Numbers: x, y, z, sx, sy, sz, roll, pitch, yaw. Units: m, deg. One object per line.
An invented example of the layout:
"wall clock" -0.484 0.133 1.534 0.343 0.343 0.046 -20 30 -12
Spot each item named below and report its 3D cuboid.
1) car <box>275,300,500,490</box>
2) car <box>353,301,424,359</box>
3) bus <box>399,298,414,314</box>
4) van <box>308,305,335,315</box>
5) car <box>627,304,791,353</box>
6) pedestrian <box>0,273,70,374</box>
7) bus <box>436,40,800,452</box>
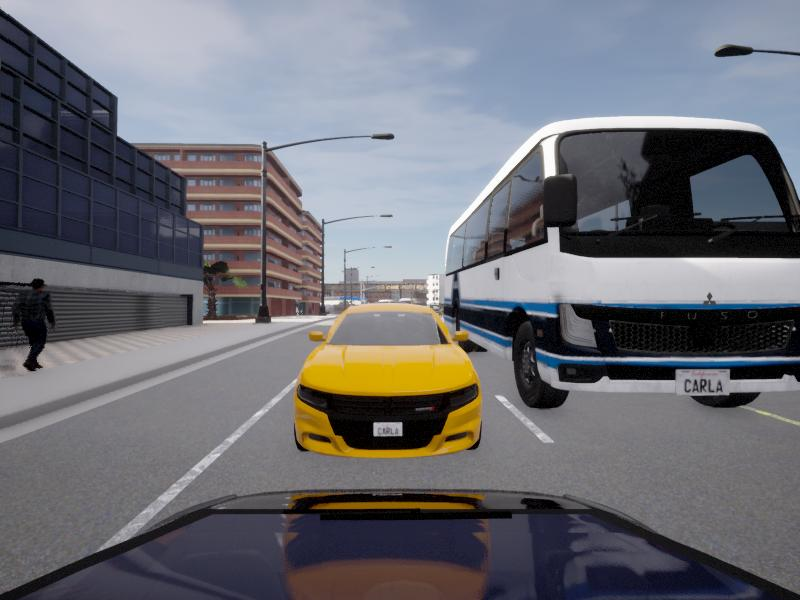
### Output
"car" -0.158 0.790 5.854 1.882 1.535 5.008 0 1 -1
"car" -0.325 0.768 12.619 1.812 1.442 4.674 0 1 -1
"bus" 1.719 1.706 113.117 3.944 4.253 10.273 0 -1 -1
"van" -19.307 2.369 98.689 6.366 2.431 2.351 0 -1 -2
"car" 10.167 0.832 13.779 1.895 1.301 4.718 0 1 -1
"pedestrian" -7.092 0.434 7.792 0.751 1.860 0.751 0 -1 -13
"bus" 3.384 -0.601 9.306 3.944 4.253 10.273 0 1 -1
